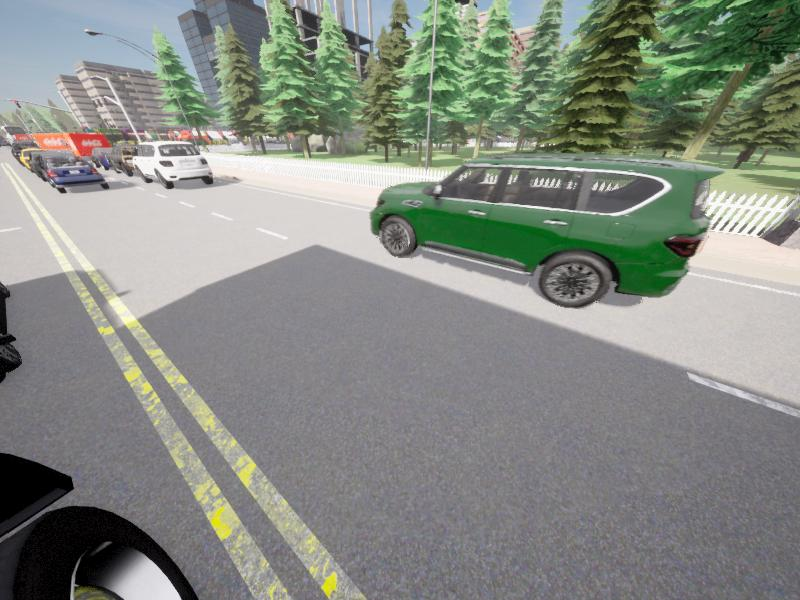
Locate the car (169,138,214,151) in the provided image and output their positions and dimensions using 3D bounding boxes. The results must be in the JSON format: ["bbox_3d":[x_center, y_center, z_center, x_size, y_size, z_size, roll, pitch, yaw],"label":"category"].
[{"bbox_3d":[-39.278,-29.419,43.634,2.150,2.045,5.566,21,40,26],"label":"car"}]

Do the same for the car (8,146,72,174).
[{"bbox_3d":[-27.628,-10.828,17.727,5.366,1.575,1.801,22,40,27],"label":"car"}]

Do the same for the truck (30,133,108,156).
[{"bbox_3d":[-45.588,-21.614,32.141,5.204,2.467,2.627,-19,40,-26],"label":"truck"}]

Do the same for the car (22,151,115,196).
[{"bbox_3d":[-16.643,-6.462,11.627,3.705,1.549,1.789,22,40,27],"label":"car"}]

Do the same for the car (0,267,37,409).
[{"bbox_3d":[-6.037,0.220,2.301,3.806,1.475,1.970,22,41,28],"label":"car"}]

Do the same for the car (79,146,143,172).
[{"bbox_3d":[-24.112,-11.834,19.265,4.792,1.488,2.163,22,40,27],"label":"car"}]

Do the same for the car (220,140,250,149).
[{"bbox_3d":[-36.963,-35.021,51.952,2.033,1.649,4.856,21,40,26],"label":"car"}]

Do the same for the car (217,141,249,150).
[{"bbox_3d":[-35.233,-32.797,48.907,2.038,1.542,4.974,21,40,26],"label":"car"}]

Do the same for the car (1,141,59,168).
[{"bbox_3d":[-33.444,-13.258,20.877,4.605,1.855,1.932,22,40,27],"label":"car"}]

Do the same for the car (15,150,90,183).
[{"bbox_3d":[-21.862,-8.498,14.550,4.193,1.474,1.816,22,40,27],"label":"car"}]

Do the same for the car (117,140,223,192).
[{"bbox_3d":[-12.731,-7.552,12.774,5.566,2.045,2.150,22,40,27],"label":"car"}]

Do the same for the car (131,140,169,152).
[{"bbox_3d":[-45.118,-27.851,41.750,1.851,1.617,3.988,22,41,28],"label":"car"}]

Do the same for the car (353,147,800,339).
[{"bbox_3d":[1.967,-1.730,4.608,5.566,2.045,2.150,22,41,28],"label":"car"}]

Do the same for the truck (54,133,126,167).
[{"bbox_3d":[-29.376,-14.327,21.909,5.204,2.467,2.627,22,40,27],"label":"truck"}]

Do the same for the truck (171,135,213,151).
[{"bbox_3d":[-41.367,-31.447,46.142,2.627,2.467,5.204,20,40,26],"label":"truck"}]

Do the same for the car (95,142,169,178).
[{"bbox_3d":[-18.718,-9.858,16.152,4.605,1.855,1.932,22,40,27],"label":"car"}]

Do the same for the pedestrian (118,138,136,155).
[{"bbox_3d":[-36.020,-20.238,30.478,0.751,1.860,0.751,24,41,30],"label":"pedestrian"}]
